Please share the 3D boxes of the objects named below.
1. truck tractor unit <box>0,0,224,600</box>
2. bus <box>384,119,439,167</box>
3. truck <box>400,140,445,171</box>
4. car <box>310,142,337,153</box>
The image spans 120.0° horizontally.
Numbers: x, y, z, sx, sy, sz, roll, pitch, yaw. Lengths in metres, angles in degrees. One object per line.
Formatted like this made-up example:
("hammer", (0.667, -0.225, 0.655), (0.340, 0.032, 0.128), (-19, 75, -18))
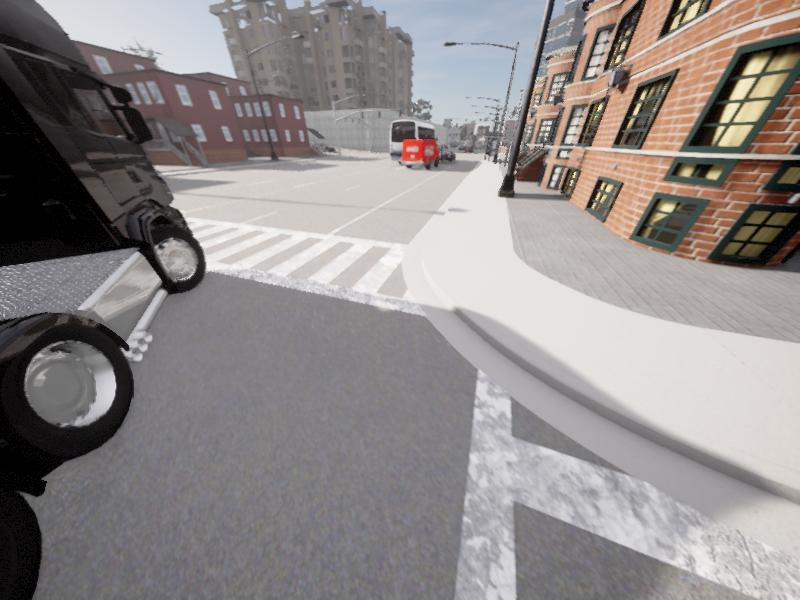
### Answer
("truck tractor unit", (-4.295, -0.727, 1.433), (3.053, 4.208, 6.516), (-16, 37, -20))
("bus", (1.817, -19.701, 29.113), (3.944, 4.253, 10.273), (11, 36, 16))
("truck", (2.407, -15.122, 23.988), (2.627, 2.467, 5.204), (17, 38, 23))
("car", (-16.887, -33.743, 51.047), (5.238, 1.638, 1.930), (15, 37, 12))
